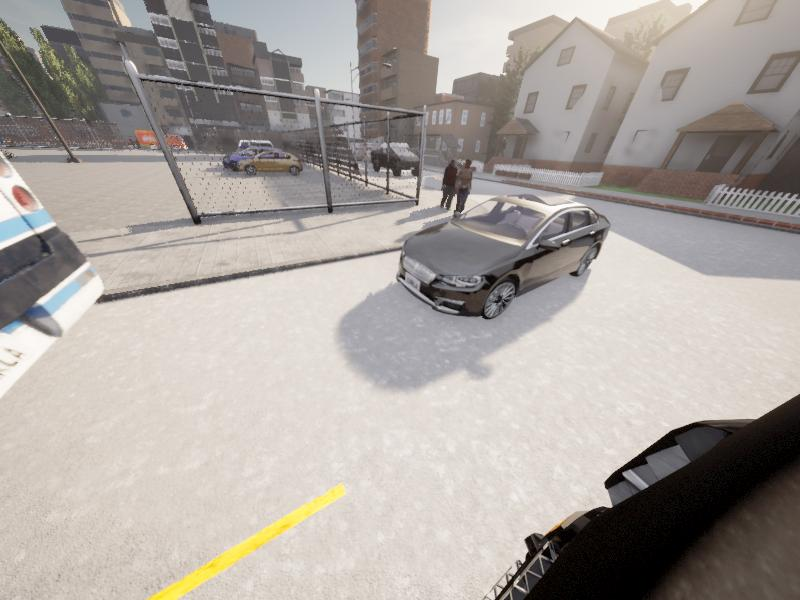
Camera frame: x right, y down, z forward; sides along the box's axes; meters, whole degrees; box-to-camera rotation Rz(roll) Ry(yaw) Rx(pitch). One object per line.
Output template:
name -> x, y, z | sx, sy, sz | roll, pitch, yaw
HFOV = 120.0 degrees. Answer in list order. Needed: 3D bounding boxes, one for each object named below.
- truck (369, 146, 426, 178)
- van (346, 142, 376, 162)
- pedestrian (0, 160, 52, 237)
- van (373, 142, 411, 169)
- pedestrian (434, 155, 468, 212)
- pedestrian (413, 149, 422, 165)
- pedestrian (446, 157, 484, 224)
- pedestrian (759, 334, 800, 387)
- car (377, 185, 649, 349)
truck -> -0.462, -12.814, 21.303 | 2.390, 2.098, 6.274 | -16, 38, -25
van -> -6.274, -23.380, 36.467 | 2.351, 2.431, 6.366 | -16, 38, -26
pedestrian -> -9.003, -2.385, 4.936 | 0.751, 1.860, 0.751 | -12, 36, -21
van -> -1.153, -18.240, 29.022 | 1.988, 2.561, 5.915 | -16, 38, -26
pedestrian -> 1.896, -4.408, 8.813 | 0.751, 1.860, 0.751 | -7, 35, -14
pedestrian -> 2.372, -19.559, 31.658 | 0.751, 1.860, 0.751 | -9, 35, -18
pedestrian -> 2.053, -3.575, 7.571 | 0.751, 1.860, 0.751 | 4, 34, 2
pedestrian -> 5.129, 0.240, 2.249 | 0.751, 1.860, 0.751 | -5, 34, -12
car -> 2.238, -1.170, 4.511 | 4.902, 1.511, 2.128 | -18, 39, -29
